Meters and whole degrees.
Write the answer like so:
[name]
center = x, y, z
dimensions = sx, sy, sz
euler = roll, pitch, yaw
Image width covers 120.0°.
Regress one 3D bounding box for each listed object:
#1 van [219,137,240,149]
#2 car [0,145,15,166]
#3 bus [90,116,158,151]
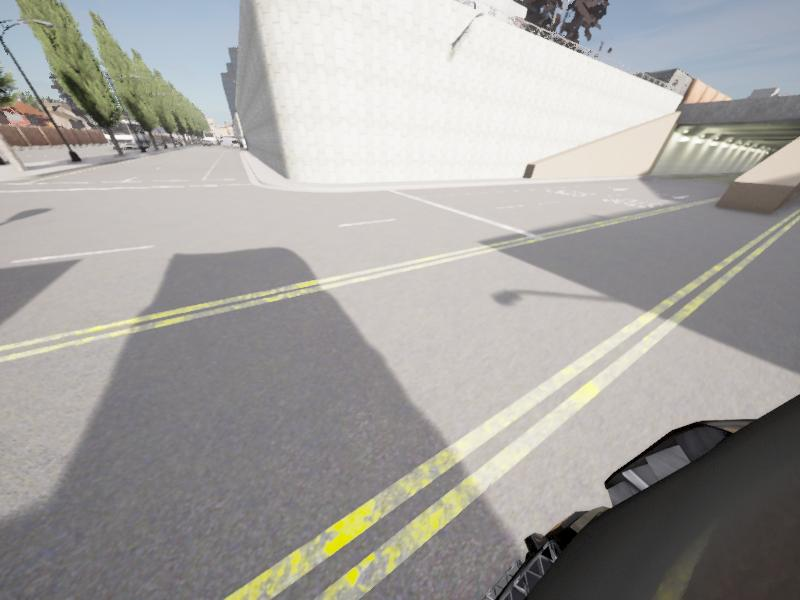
[van]
center = -50.004, -45.957, 67.670
dimensions = 5.915, 2.561, 1.988
euler = 21, 38, 23
[car]
center = -28.308, -9.346, 14.711
dimensions = 2.007, 1.525, 4.514
euler = -16, 38, -26
[bus]
center = -46.548, -28.324, 39.639
dimensions = 3.944, 4.253, 10.273
euler = -16, 38, -26
